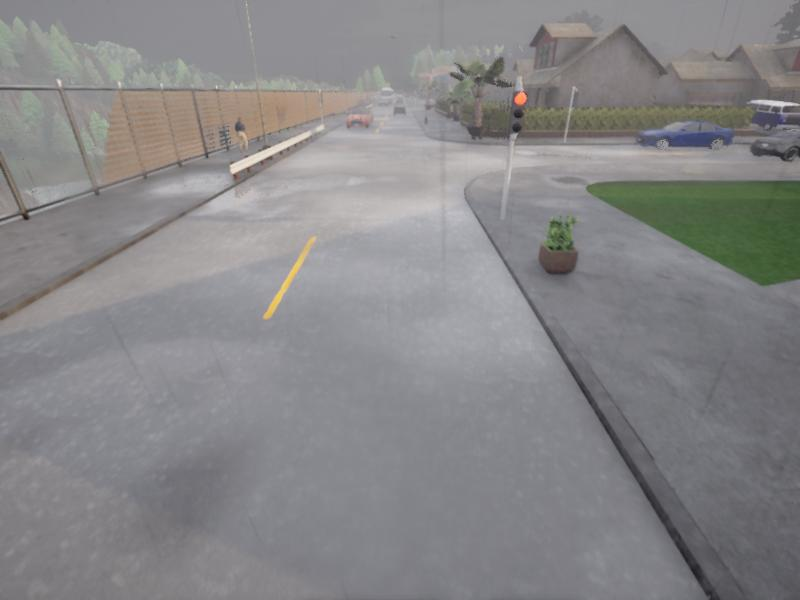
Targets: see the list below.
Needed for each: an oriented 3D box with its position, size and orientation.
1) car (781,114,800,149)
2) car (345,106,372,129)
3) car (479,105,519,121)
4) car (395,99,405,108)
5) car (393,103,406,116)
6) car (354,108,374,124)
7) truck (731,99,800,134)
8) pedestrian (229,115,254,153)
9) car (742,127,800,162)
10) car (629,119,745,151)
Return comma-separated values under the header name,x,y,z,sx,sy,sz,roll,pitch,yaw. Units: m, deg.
name,x,y,z,sx,sy,sz,roll,pitch,yaw
car,25.626,-9.742,23.185,4.553,1.767,2.097,0,27,0
car,-4.001,-17.850,39.071,2.097,1.767,4.553,0,27,0
car,10.523,-19.908,42.537,3.633,1.501,1.845,-2,27,-2
car,-0.063,-44.793,91.150,2.242,1.667,4.611,0,27,0
car,-0.047,-28.645,60.142,1.882,1.535,5.008,0,27,0
car,-4.042,-21.037,45.682,1.994,1.385,4.181,0,27,0
truck,29.225,-14.568,31.601,2.069,2.038,4.478,0,30,0
pedestrian,-8.567,-9.015,21.714,0.751,1.860,0.751,0,27,1
car,19.953,-7.691,19.738,4.181,1.385,1.994,-1,27,-2
car,16.499,-9.580,23.225,5.008,1.535,1.882,0,27,0
